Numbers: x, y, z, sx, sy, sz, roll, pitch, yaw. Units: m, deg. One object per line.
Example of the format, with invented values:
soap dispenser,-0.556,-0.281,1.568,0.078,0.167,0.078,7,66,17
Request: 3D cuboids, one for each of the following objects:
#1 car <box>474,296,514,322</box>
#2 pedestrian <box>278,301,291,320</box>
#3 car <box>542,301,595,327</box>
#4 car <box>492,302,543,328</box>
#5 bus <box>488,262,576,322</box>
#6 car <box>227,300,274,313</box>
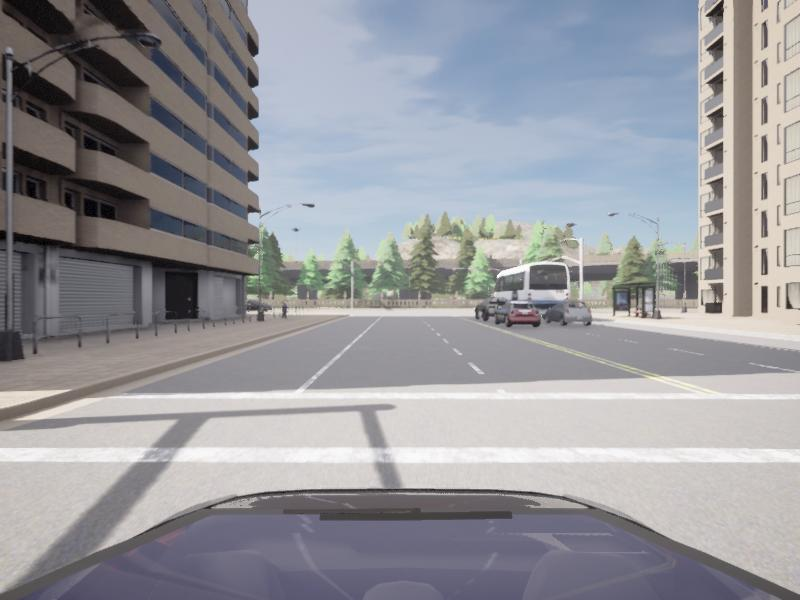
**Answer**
car,7.019,0.635,30.262,1.932,1.855,4.605,0,0,0
pedestrian,-8.338,0.751,28.939,0.751,1.300,0.751,0,0,1
car,10.522,0.812,25.271,1.845,1.501,3.633,0,0,0
car,7.012,0.839,24.243,1.970,1.475,3.806,0,0,0
bus,10.399,-0.553,33.301,3.944,4.253,10.273,0,0,0
car,-17.815,0.763,47.807,4.892,1.490,1.837,0,0,1
